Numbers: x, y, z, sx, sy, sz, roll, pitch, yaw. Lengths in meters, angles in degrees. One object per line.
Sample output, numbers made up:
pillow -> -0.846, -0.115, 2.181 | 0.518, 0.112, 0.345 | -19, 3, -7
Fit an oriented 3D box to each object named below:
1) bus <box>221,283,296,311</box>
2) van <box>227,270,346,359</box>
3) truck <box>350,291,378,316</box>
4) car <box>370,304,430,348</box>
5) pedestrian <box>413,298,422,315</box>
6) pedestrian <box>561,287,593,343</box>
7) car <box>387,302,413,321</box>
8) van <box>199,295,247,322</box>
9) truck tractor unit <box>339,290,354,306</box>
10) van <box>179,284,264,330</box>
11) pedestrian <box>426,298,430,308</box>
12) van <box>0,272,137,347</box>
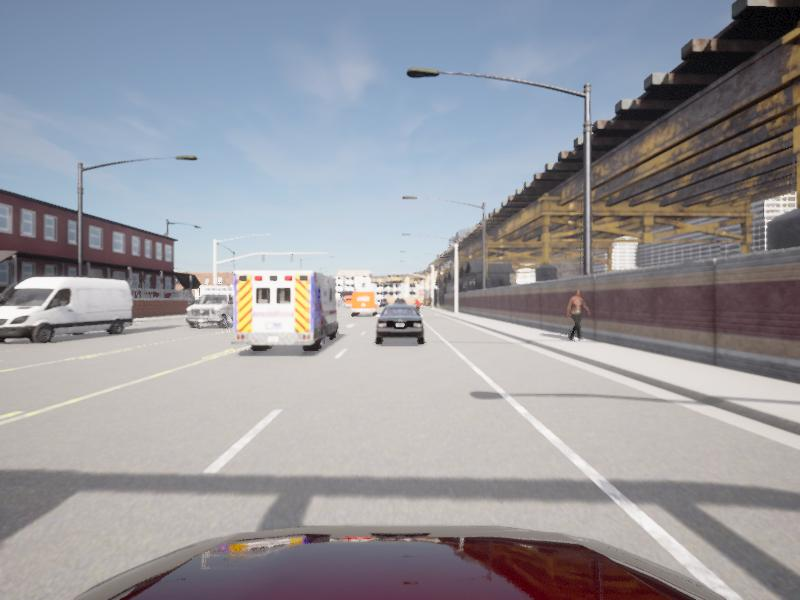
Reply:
bus -> -21.810, -0.478, 62.077 | 10.273, 4.253, 3.944 | 0, 0, 0
van -> -3.536, 0.390, 14.104 | 2.351, 2.431, 6.366 | 0, 0, 0
truck -> -3.654, 0.388, 41.849 | 2.627, 2.467, 5.204 | 0, 0, -1
car -> 0.003, 0.909, 16.191 | 2.033, 1.411, 5.357 | 0, 0, 0
pedestrian -> 1.870, 0.675, 42.958 | 0.751, 1.860, 0.751 | 0, 0, 26
pedestrian -> 6.060, 0.497, 13.747 | 0.751, 1.860, 0.751 | 0, 0, -2
car -> 0.000, 0.925, 34.209 | 2.033, 1.411, 5.357 | 0, 0, 0
van -> -13.930, 0.627, 31.737 | 1.775, 1.987, 4.442 | 0, 0, 1
truck tractor unit -> -14.121, -0.431, 105.724 | 3.053, 4.208, 6.516 | 0, -1, 0
van -> -10.503, 0.399, 24.310 | 2.351, 2.431, 6.366 | 0, 0, 0
pedestrian -> 5.391, 0.552, 76.370 | 0.751, 1.860, 0.751 | 0, 0, 10
van -> -13.877, 0.338, 16.538 | 1.988, 2.561, 5.915 | 0, 0, 1
